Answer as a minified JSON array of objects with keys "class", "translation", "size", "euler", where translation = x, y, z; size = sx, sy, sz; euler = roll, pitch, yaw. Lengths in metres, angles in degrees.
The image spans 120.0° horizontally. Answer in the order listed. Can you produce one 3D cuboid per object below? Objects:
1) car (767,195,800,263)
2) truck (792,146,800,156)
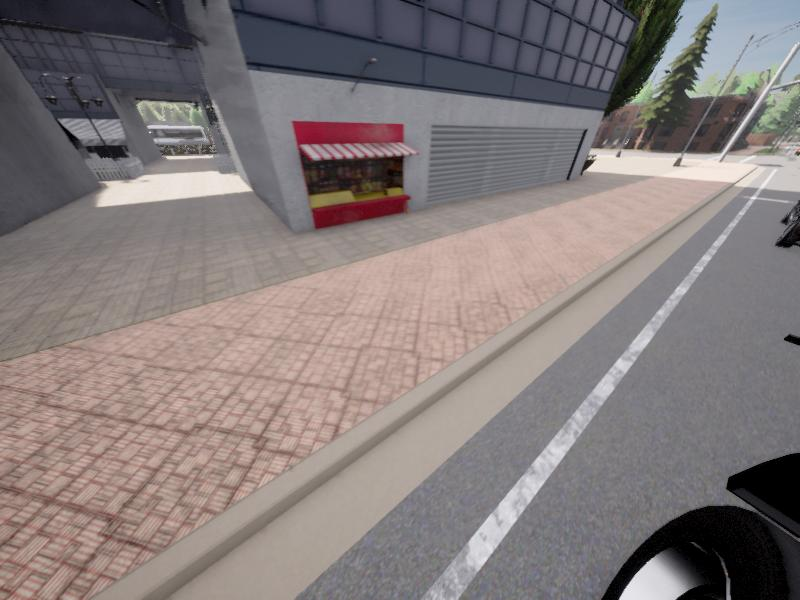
[{"class":"car","translation":[11.152,-2.121,5.415],"size":[5.238,1.638,1.930],"euler":[-23,41,-28]},{"class":"truck","translation":[56.219,-20.902,31.008],"size":[5.204,2.467,2.627],"euler":[-22,41,-28]}]
